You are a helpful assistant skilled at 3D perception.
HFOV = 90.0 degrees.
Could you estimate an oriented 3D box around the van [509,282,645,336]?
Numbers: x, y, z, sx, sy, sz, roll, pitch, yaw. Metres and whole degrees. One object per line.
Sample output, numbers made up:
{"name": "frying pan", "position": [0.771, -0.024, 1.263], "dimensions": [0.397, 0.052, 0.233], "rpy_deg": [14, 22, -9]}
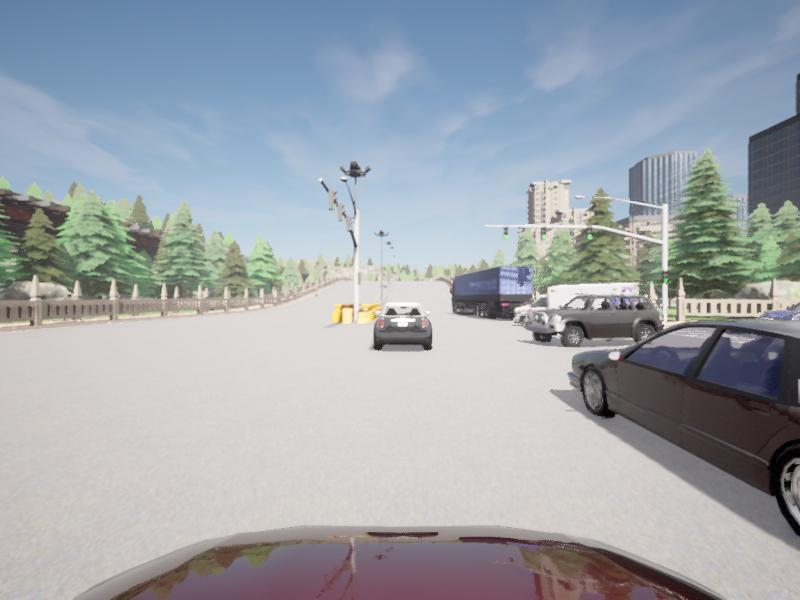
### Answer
{"name": "van", "position": [9.560, 0.411, 21.917], "dimensions": [6.366, 2.431, 2.351], "rpy_deg": [-1, 6, 37]}

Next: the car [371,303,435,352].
{"name": "car", "position": [0.106, 0.844, 14.101], "dimensions": [1.970, 1.475, 3.806], "rpy_deg": [0, 0, 1]}

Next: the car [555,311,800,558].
{"name": "car", "position": [3.507, 0.893, 3.799], "dimensions": [2.033, 1.411, 5.357], "rpy_deg": [0, 0, 1]}

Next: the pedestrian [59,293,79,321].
{"name": "pedestrian", "position": [-22.040, 0.468, 26.644], "dimensions": [0.751, 1.860, 0.751], "rpy_deg": [0, 0, 1]}

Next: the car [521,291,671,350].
{"name": "car", "position": [6.883, 0.642, 14.211], "dimensions": [4.605, 1.855, 1.932], "rpy_deg": [0, 0, -14]}

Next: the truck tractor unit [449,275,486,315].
{"name": "truck tractor unit", "position": [7.399, -0.550, 44.739], "dimensions": [3.053, 4.208, 6.516], "rpy_deg": [0, 0, 0]}

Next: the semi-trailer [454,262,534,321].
{"name": "semi-trailer", "position": [7.981, -0.643, 36.854], "dimensions": [2.717, 4.402, 14.254], "rpy_deg": [0, 0, -6]}

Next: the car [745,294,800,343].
{"name": "car", "position": [16.577, 0.685, 15.569], "dimensions": [4.553, 1.767, 2.097], "rpy_deg": [0, 0, -1]}

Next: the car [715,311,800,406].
{"name": "car", "position": [7.039, 0.904, 5.557], "dimensions": [1.994, 1.385, 4.181], "rpy_deg": [0, 0, -1]}
